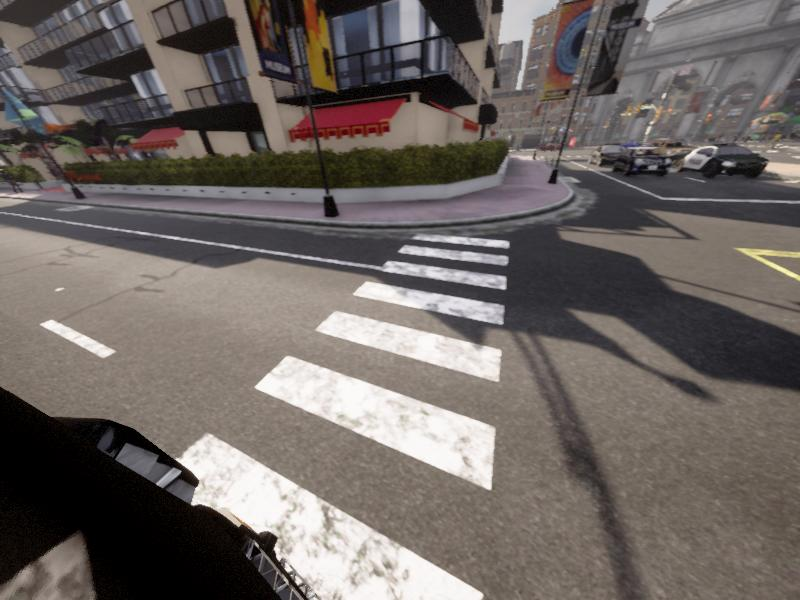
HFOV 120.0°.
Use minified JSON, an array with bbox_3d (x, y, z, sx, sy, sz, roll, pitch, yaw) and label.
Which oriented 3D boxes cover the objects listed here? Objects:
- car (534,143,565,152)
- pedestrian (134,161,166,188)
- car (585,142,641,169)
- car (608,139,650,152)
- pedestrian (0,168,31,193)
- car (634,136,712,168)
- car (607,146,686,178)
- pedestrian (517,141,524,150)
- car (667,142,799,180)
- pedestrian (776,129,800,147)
[{"bbox_3d":[30.073,-30.771,46.640,4.718,1.301,1.895,26,43,36],"label":"car"},{"bbox_3d":[-19.876,-9.987,18.413,0.751,1.860,0.751,11,36,20],"label":"pedestrian"},{"bbox_3d":[17.825,-12.381,19.679,1.930,1.638,5.238,11,36,20],"label":"car"},{"bbox_3d":[36.213,-24.546,36.710,1.812,1.442,4.674,-3,34,-1],"label":"car"},{"bbox_3d":[-33.309,-10.213,19.762,0.751,1.860,0.751,1,34,5],"label":"pedestrian"},{"bbox_3d":[20.813,-11.523,17.952,1.932,1.855,4.605,11,36,20],"label":"car"},{"bbox_3d":[15.267,-8.795,14.644,1.970,1.475,3.806,11,36,20],"label":"car"},{"bbox_3d":[28.488,-36.569,54.624,0.751,1.860,0.751,0,34,4],"label":"pedestrian"},{"bbox_3d":[18.423,-8.092,13.303,2.038,1.542,4.974,11,36,20],"label":"car"},{"bbox_3d":[49.357,-20.514,29.257,0.751,1.860,0.751,13,37,23],"label":"pedestrian"}]
